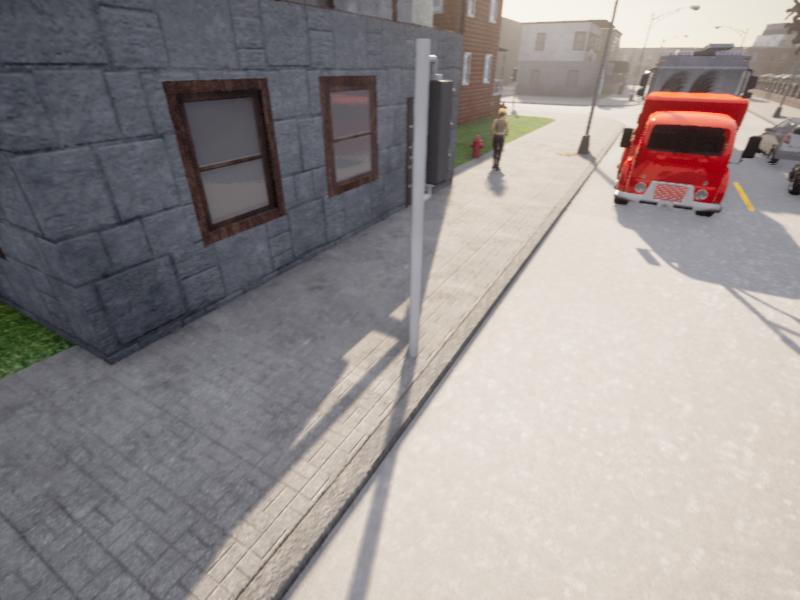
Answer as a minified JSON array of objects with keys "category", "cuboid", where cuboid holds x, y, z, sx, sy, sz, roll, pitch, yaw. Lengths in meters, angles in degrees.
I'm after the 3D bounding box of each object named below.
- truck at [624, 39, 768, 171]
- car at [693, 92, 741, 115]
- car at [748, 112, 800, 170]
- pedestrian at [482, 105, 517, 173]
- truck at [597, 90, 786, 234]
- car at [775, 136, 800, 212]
[{"category":"truck","cuboid":[11.938,-8.352,16.712,2.891,3.827,8.468,17,34,26]},{"category":"car","cuboid":[25.715,-15.964,32.394,4.181,1.385,1.994,-26,40,-37]},{"category":"car","cuboid":[14.924,-6.044,15.089,1.845,1.501,3.633,16,34,24]},{"category":"pedestrian","cuboid":[3.149,-5.121,12.730,0.751,1.860,0.751,12,32,18]},{"category":"truck","cuboid":[7.216,-3.947,10.443,2.627,2.467,5.204,17,34,25]},{"category":"car","cuboid":[10.971,-2.654,9.360,2.033,1.411,5.357,16,34,25]}]
